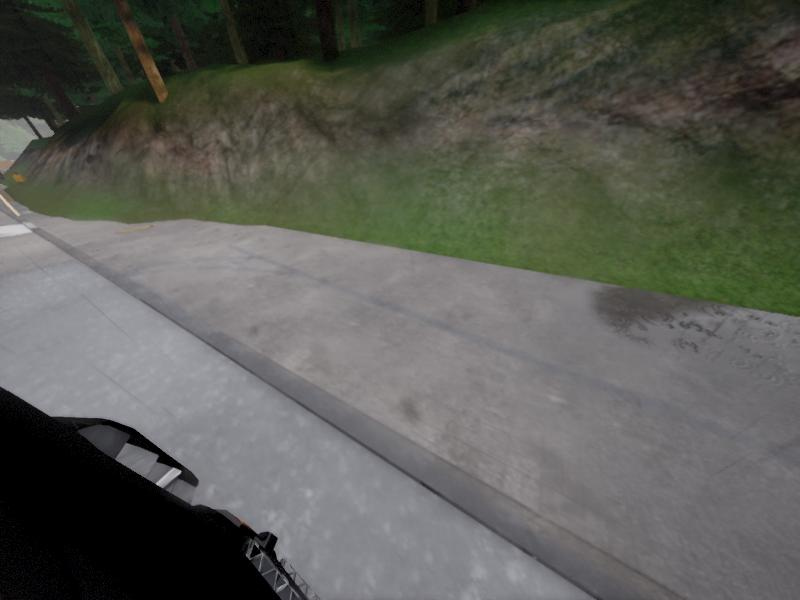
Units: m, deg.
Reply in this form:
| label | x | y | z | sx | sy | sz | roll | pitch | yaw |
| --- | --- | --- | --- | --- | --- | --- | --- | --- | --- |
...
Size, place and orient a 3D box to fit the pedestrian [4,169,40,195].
| label | x | y | z | sx | sy | sz | roll | pitch | yaw |
| --- | --- | --- | --- | --- | --- | --- | --- | --- | --- |
| pedestrian | -32.021 | -10.046 | 19.614 | 0.751 | 1.860 | 0.751 | 21 | 40 | 31 |

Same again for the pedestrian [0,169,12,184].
| label | x | y | z | sx | sy | sz | roll | pitch | yaw |
| --- | --- | --- | --- | --- | --- | --- | --- | --- | --- |
| pedestrian | -57.026 | -17.670 | 33.027 | 0.751 | 1.860 | 0.751 | 16 | 38 | 26 |

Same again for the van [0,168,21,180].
| label | x | y | z | sx | sy | sz | roll | pitch | yaw |
| --- | --- | --- | --- | --- | --- | --- | --- | --- | --- |
| van | -79.096 | -24.604 | 45.278 | 1.775 | 1.987 | 4.442 | 16 | 38 | 26 |
